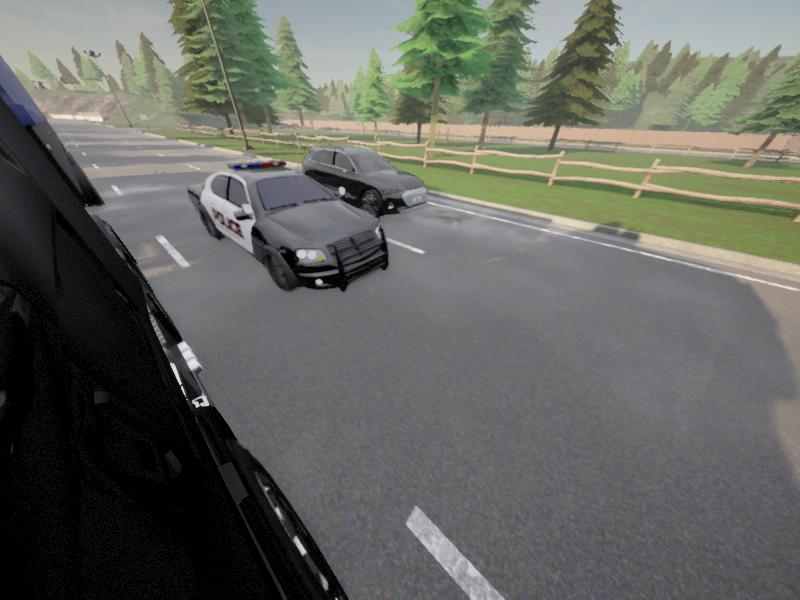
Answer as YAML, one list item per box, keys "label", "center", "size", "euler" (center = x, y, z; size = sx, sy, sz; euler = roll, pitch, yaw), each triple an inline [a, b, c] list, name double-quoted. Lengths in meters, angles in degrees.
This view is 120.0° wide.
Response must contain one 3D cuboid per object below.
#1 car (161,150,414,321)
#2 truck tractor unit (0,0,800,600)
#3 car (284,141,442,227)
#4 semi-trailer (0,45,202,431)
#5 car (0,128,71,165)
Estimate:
- label: "car"
  center: [-2.377, -1.798, 4.603]
  size: [4.974, 1.542, 2.038]
  euler: [28, 44, 30]
- label: "truck tractor unit"
  center: [-2.645, -0.295, 0.351]
  size: [6.516, 4.208, 3.053]
  euler: [28, 44, 30]
- label: "car"
  center: [-1.365, -4.050, 7.569]
  size: [4.856, 1.649, 2.033]
  euler: [28, 44, 30]
- label: "semi-trailer"
  center: [-8.707, -3.579, 4.247]
  size: [14.254, 4.402, 2.717]
  euler: [28, 44, 30]
- label: "car"
  center: [-20.613, -8.650, 12.923]
  size: [4.181, 1.385, 1.994]
  euler: [28, 44, 30]
